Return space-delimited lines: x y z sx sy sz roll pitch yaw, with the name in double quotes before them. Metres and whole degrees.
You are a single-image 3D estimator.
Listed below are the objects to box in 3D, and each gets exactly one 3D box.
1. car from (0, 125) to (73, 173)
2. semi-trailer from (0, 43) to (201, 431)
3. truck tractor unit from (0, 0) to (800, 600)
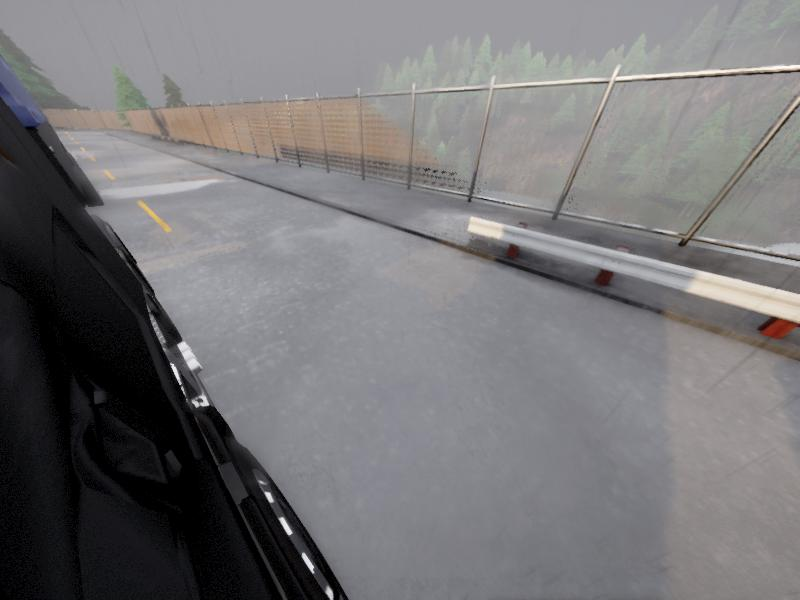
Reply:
"car" -19.007 -7.845 11.822 5.238 1.638 1.930 28 43 30
"semi-trailer" -8.706 -3.575 4.258 14.254 4.402 2.717 28 44 30
"truck tractor unit" -2.645 -0.295 0.351 6.516 4.208 3.053 28 44 30
